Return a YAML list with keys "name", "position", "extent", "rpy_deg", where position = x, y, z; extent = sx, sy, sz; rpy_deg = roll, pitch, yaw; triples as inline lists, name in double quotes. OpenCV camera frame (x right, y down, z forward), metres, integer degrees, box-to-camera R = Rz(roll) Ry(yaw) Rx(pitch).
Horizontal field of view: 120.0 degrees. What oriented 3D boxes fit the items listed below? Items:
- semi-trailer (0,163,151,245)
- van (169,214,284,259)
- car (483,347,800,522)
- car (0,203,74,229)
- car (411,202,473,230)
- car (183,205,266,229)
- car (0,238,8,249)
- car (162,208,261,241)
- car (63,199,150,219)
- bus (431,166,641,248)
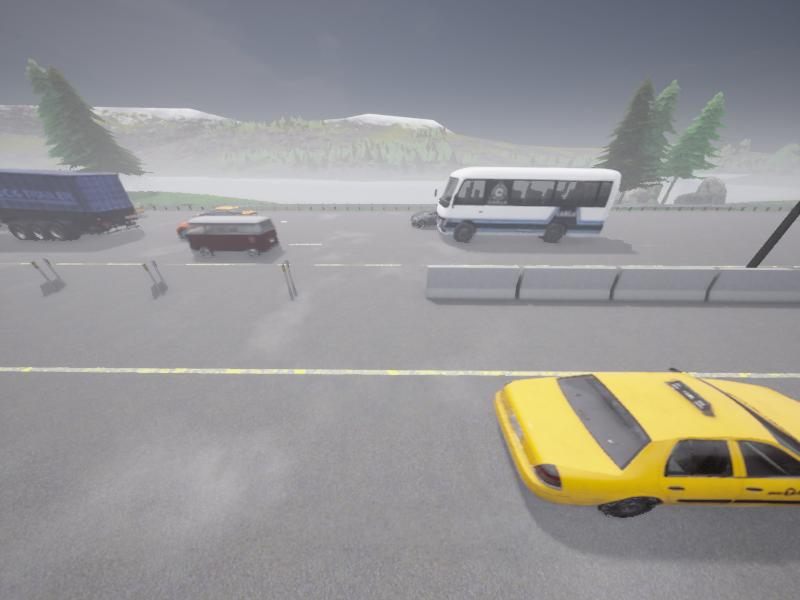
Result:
- name: "semi-trailer"
  position: [-26.036, -6.517, 15.304]
  extent: [14.254, 4.402, 2.717]
  rpy_deg: [3, 30, 0]
- name: "van"
  position: [-9.269, -3.533, 12.739]
  extent: [4.442, 1.987, 1.775]
  rpy_deg: [0, 30, 0]
- name: "car"
  position: [4.401, 1.965, 3.623]
  extent: [5.366, 1.575, 1.801]
  rpy_deg: [0, 30, 1]
- name: "car"
  position: [-31.375, -6.991, 19.093]
  extent: [5.027, 1.651, 2.152]
  rpy_deg: [0, 30, 0]
- name: "car"
  position: [3.223, -6.838, 18.764]
  extent: [4.611, 1.667, 2.242]
  rpy_deg: [-1, 30, 1]
- name: "car"
  position: [-14.206, -6.865, 18.958]
  extent: [5.008, 1.535, 1.882]
  rpy_deg: [0, 30, 0]
- name: "car"
  position: [-26.278, -3.354, 13.047]
  extent: [4.181, 1.385, 1.994]
  rpy_deg: [0, 30, 0]
- name: "car"
  position: [-12.657, -5.217, 15.849]
  extent: [4.553, 1.767, 2.097]
  rpy_deg: [0, 30, 0]
- name: "car"
  position: [-27.865, -8.706, 22.102]
  extent: [5.366, 1.575, 1.801]
  rpy_deg: [0, 30, 1]
- name: "bus"
  position: [7.549, -6.109, 14.950]
  extent: [10.273, 4.253, 3.944]
  rpy_deg: [1, 30, 0]
